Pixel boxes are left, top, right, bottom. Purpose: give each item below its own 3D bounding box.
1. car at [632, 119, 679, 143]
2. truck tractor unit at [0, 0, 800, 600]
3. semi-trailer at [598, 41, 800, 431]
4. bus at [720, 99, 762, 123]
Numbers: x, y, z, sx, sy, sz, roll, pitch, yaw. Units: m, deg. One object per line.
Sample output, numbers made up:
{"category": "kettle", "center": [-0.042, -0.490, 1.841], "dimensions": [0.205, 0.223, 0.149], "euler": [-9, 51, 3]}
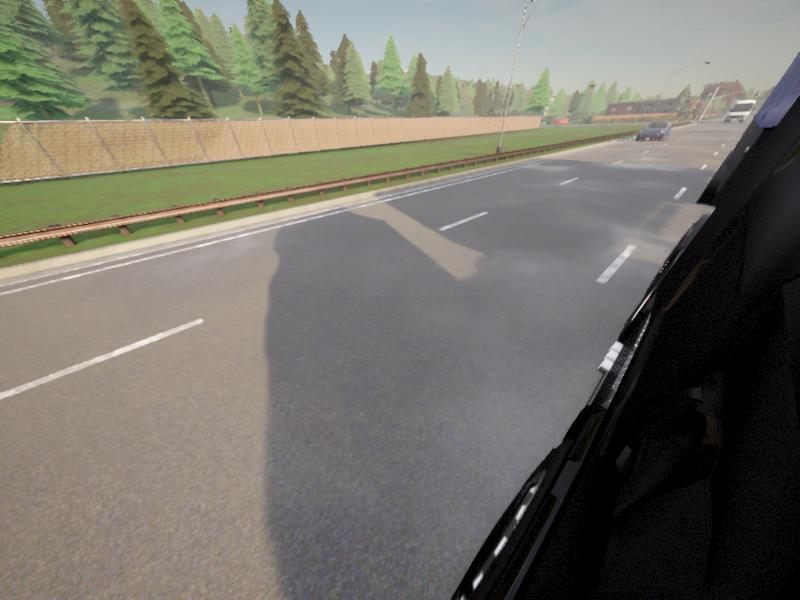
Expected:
{"category": "car", "center": [26.455, -17.482, 23.883], "dimensions": [4.553, 1.767, 2.097], "euler": [-28, 44, -30]}
{"category": "truck tractor unit", "center": [2.645, -0.295, 0.351], "dimensions": [6.516, 4.208, 3.053], "euler": [-28, 44, -30]}
{"category": "semi-trailer", "center": [8.695, -3.603, 4.237], "dimensions": [14.254, 4.402, 2.717], "euler": [-28, 44, -30]}
{"category": "bus", "center": [84.426, -46.604, 57.195], "dimensions": [10.273, 4.253, 3.944], "euler": [-28, 44, -30]}
